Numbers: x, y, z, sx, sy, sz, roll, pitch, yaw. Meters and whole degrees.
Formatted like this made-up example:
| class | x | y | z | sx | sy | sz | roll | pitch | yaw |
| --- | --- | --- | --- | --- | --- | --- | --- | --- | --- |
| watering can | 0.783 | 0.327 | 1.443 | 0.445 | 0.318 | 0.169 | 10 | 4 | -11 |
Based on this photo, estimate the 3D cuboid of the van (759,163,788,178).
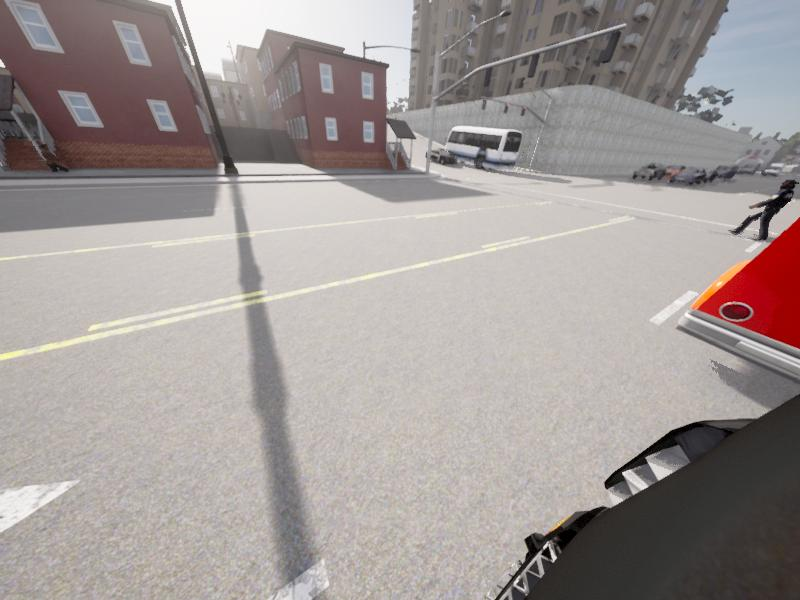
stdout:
| class | x | y | z | sx | sy | sz | roll | pitch | yaw |
| --- | --- | --- | --- | --- | --- | --- | --- | --- | --- |
| van | 84.329 | -29.261 | 52.151 | 5.915 | 2.561 | 1.988 | -16 | 38 | -26 |

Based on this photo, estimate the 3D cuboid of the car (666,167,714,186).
| class | x | y | z | sx | sy | sz | roll | pitch | yaw |
| --- | --- | --- | --- | --- | --- | --- | --- | --- | --- |
| car | 33.206 | -14.235 | 26.462 | 4.856 | 1.649 | 2.033 | -16 | 38 | -26 |

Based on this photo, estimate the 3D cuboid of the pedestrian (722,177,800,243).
| class | x | y | z | sx | sy | sz | roll | pitch | yaw |
| --- | --- | --- | --- | --- | --- | --- | --- | --- | --- |
| pedestrian | 12.006 | -2.924 | 7.545 | 0.751 | 1.860 | 0.751 | -10 | 36 | -18 |

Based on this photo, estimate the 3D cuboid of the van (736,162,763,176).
| class | x | y | z | sx | sy | sz | roll | pitch | yaw |
| --- | --- | --- | --- | --- | --- | --- | --- | --- | --- |
| van | 83.138 | -31.160 | 54.918 | 5.915 | 2.561 | 1.988 | -16 | 38 | -26 |

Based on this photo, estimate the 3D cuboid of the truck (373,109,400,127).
| class | x | y | z | sx | sy | sz | roll | pitch | yaw |
| --- | --- | --- | --- | --- | --- | --- | --- | --- | --- |
| truck | -4.623 | -61.193 | 77.778 | 8.468 | 3.827 | 2.891 | -16 | 38 | -26 |

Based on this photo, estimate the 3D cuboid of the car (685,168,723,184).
| class | x | y | z | sx | sy | sz | roll | pitch | yaw |
| --- | --- | --- | --- | --- | --- | --- | --- | --- | --- |
| car | 38.211 | -15.630 | 29.033 | 3.633 | 1.501 | 1.845 | -16 | 38 | -26 |

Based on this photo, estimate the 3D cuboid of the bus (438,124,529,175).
| class | x | y | z | sx | sy | sz | roll | pitch | yaw |
| --- | --- | --- | --- | --- | --- | --- | --- | --- | --- |
| bus | 9.907 | -19.420 | 29.511 | 3.944 | 4.253 | 10.273 | -16 | 42 | -26 |

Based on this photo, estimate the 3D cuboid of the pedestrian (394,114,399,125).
| class | x | y | z | sx | sy | sz | roll | pitch | yaw |
| --- | --- | --- | --- | --- | --- | --- | --- | --- | --- |
| pedestrian | -0.820 | -42.221 | 54.014 | 0.751 | 1.860 | 0.751 | -17 | 38 | -27 |

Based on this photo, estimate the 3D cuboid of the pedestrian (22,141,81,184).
| class | x | y | z | sx | sy | sz | roll | pitch | yaw |
| --- | --- | --- | --- | --- | --- | --- | --- | --- | --- |
| pedestrian | -17.794 | -7.044 | 11.874 | 0.751 | 1.860 | 0.751 | -17 | 38 | -27 |

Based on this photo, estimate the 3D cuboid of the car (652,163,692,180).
| class | x | y | z | sx | sy | sz | roll | pitch | yaw |
| --- | --- | --- | --- | --- | --- | --- | --- | --- | --- |
| car | 37.951 | -17.902 | 32.195 | 4.553 | 1.767 | 2.097 | -16 | 38 | -26 |

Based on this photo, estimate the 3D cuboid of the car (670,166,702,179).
| class | x | y | z | sx | sy | sz | roll | pitch | yaw |
| --- | --- | --- | --- | --- | --- | --- | --- | --- | --- |
| car | 43.490 | -19.355 | 35.098 | 4.193 | 1.474 | 1.816 | -16 | 38 | -26 |

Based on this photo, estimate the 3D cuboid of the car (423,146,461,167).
| class | x | y | z | sx | sy | sz | roll | pitch | yaw |
| --- | --- | --- | --- | --- | --- | --- | --- | --- | --- |
| car | 5.459 | -19.047 | 30.587 | 1.930 | 1.638 | 5.238 | -16 | 43 | -26 |

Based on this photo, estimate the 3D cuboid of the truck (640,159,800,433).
| class | x | y | z | sx | sy | sz | roll | pitch | yaw |
| --- | --- | --- | --- | --- | --- | --- | --- | --- | --- |
| truck | 6.374 | -0.305 | 2.682 | 5.204 | 2.467 | 2.627 | -15 | 38 | -23 |

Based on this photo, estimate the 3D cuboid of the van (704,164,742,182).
| class | x | y | z | sx | sy | sz | roll | pitch | yaw |
| --- | --- | --- | --- | --- | --- | --- | --- | --- | --- |
| van | 45.932 | -18.028 | 32.814 | 4.442 | 1.987 | 1.775 | -16 | 38 | -26 |

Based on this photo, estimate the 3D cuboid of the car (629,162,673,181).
| class | x | y | z | sx | sy | sz | roll | pitch | yaw |
| --- | --- | --- | --- | --- | --- | --- | --- | --- | --- |
| car | 31.290 | -16.031 | 28.788 | 4.605 | 1.855 | 1.932 | -16 | 38 | -26 |
